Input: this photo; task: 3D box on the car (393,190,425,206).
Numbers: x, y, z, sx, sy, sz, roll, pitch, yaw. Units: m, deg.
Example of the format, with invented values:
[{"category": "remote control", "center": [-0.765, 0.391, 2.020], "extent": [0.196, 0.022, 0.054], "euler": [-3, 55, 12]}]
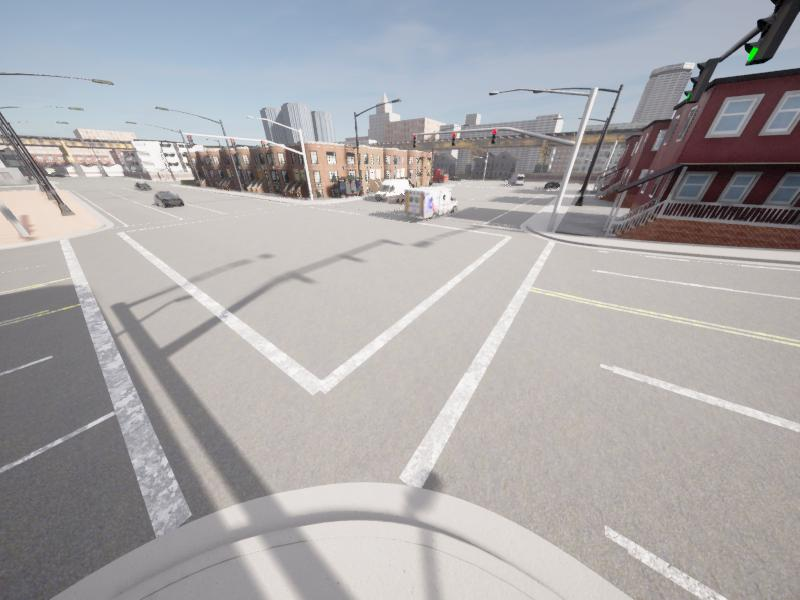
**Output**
[{"category": "car", "center": [1.212, -13.283, 29.938], "extent": [1.994, 1.385, 4.181], "euler": [20, 36, 31]}]

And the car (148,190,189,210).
[{"category": "car", "center": [-27.459, -11.932, 27.324], "extent": [5.238, 1.638, 1.930], "euler": [20, 36, 31]}]

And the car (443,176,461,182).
[{"category": "car", "center": [16.748, -38.934, 74.226], "extent": [4.902, 1.511, 2.128], "euler": [20, 36, 31]}]

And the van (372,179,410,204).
[{"category": "van", "center": [-1.095, -15.179, 32.052], "extent": [1.988, 2.561, 5.915], "euler": [20, 36, 31]}]

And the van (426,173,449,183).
[{"category": "van", "center": [11.395, -36.989, 69.939], "extent": [6.366, 2.431, 2.351], "euler": [21, 36, 31]}]

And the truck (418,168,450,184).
[{"category": "truck", "center": [9.725, -36.000, 66.829], "extent": [8.468, 3.827, 2.891], "euler": [20, 36, 31]}]

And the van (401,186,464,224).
[{"category": "van", "center": [3.125, -9.084, 21.607], "extent": [2.351, 2.431, 6.366], "euler": [25, 38, 35]}]

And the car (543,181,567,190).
[{"category": "car", "center": [32.694, -24.201, 48.772], "extent": [4.674, 1.442, 1.812], "euler": [-14, 32, -23]}]

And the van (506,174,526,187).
[{"category": "van", "center": [29.006, -30.207, 58.081], "extent": [1.988, 2.561, 5.915], "euler": [2, 30, 2]}]
